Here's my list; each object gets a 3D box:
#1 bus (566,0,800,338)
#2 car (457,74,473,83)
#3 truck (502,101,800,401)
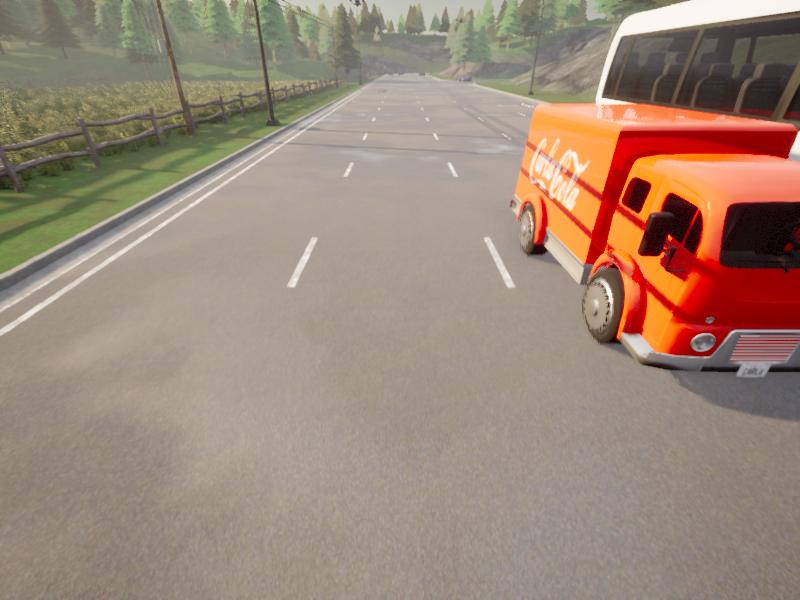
[{"bbox_3d":[7.136,-3.037,6.974,3.944,4.253,10.273,0,30,0],"label":"bus"},{"bbox_3d":[13.643,-46.194,83.488,2.128,1.511,4.902,11,32,18],"label":"car"},{"bbox_3d":[3.516,-1.323,5.808,2.627,2.467,5.204,0,30,0],"label":"truck"}]
